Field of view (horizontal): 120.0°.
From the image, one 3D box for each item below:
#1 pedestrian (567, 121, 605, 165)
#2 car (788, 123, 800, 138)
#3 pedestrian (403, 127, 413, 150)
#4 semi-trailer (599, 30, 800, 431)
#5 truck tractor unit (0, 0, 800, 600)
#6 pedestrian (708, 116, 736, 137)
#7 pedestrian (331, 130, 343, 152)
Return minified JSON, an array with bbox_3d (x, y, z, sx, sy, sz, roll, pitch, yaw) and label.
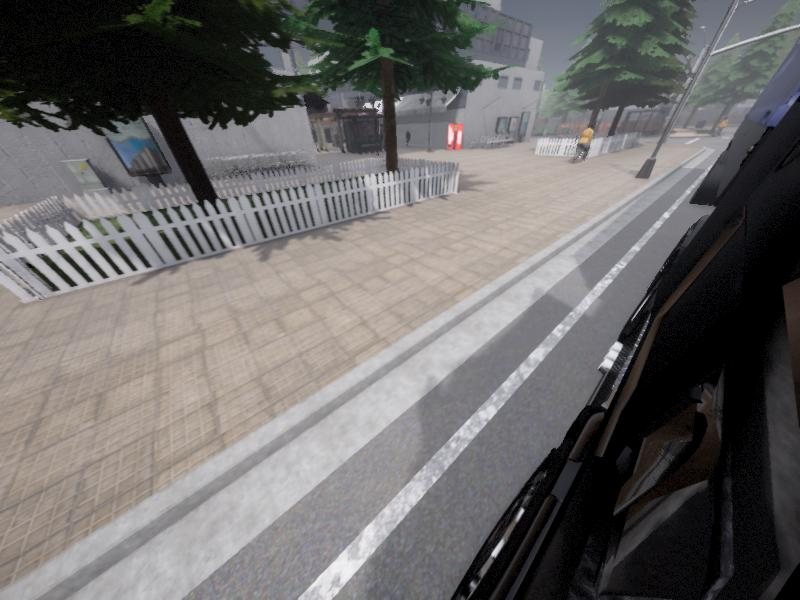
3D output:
[{"bbox_3d":[10.032,-8.484,12.520,0.751,1.860,0.751,-17,39,-19],"label":"pedestrian"},{"bbox_3d":[40.285,-16.627,22.375,4.181,1.385,1.994,-22,41,-24],"label":"car"},{"bbox_3d":[0.839,-16.731,23.948,0.751,1.860,0.751,-26,43,-28],"label":"pedestrian"},{"bbox_3d":[8.635,-3.639,4.302,14.254,4.402,2.717,-29,44,-31],"label":"semi-trailer"},{"bbox_3d":[2.645,-0.295,0.351,6.516,4.208,3.053,-28,44,-30],"label":"truck tractor unit"},{"bbox_3d":[35.478,-19.126,25.523,0.751,1.860,0.751,3,37,7],"label":"pedestrian"},{"bbox_3d":[-6.674,-16.958,24.643,0.751,1.860,0.751,0,37,3],"label":"pedestrian"}]
